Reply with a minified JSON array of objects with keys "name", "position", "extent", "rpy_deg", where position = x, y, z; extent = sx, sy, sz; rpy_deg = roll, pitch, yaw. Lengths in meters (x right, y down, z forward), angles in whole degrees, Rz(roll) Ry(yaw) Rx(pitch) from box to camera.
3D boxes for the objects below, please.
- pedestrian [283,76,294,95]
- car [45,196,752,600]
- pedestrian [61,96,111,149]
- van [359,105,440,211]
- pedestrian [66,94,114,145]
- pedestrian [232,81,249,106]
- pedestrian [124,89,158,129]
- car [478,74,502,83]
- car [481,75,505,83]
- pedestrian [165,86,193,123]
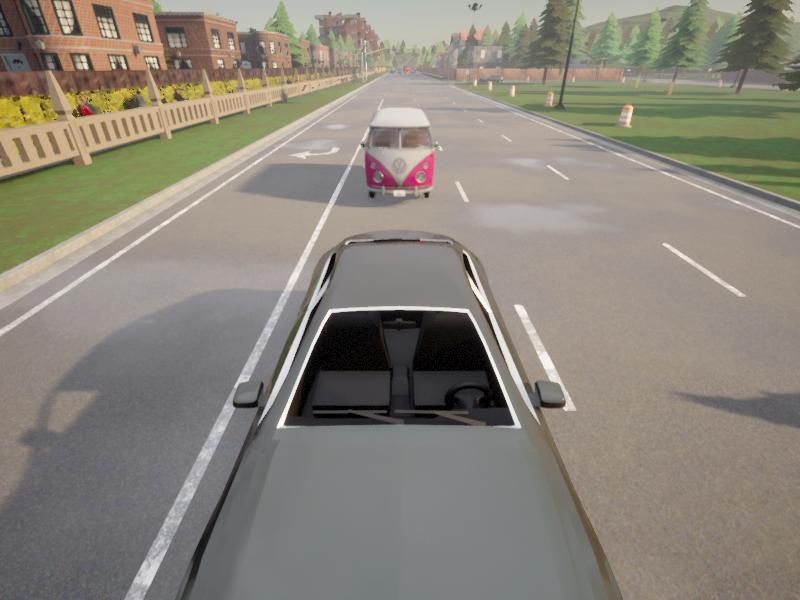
[{"name":"pedestrian","position":[-13.122,-25.260,47.095],"extent":[0.751,1.860,0.751],"rpy_deg":[0,30,0]},{"name":"car","position":[-0.006,0.659,3.296],"extent":[2.152,1.651,5.027],"rpy_deg":[0,30,0]},{"name":"pedestrian","position":[-12.380,-7.011,15.832],"extent":[0.751,1.860,0.751],"rpy_deg":[0,30,1]},{"name":"van","position":[-0.013,-4.162,11.181],"extent":[1.775,1.987,4.442],"rpy_deg":[0,30,0]},{"name":"pedestrian","position":[-12.972,-7.579,16.806],"extent":[0.751,1.860,0.751],"rpy_deg":[2,30,3]},{"name":"pedestrian","position":[-13.126,-17.003,32.950],"extent":[0.751,1.860,0.751],"rpy_deg":[0,30,-1]},{"name":"pedestrian","position":[-13.477,-9.965,20.892],"extent":[0.751,1.860,0.751],"rpy_deg":[-1,30,-2]},{"name":"car","position":[20.151,-49.925,90.033],"extent":[4.611,1.667,2.242],"rpy_deg":[-6,31,-11]},{"name":"car","position":[20.160,-48.057,86.914],"extent":[4.514,1.525,2.007],"rpy_deg":[-7,31,-12]},{"name":"pedestrian","position":[-12.824,-11.358,23.279],"extent":[0.751,1.860,0.751],"rpy_deg":[-1,30,-2]}]
